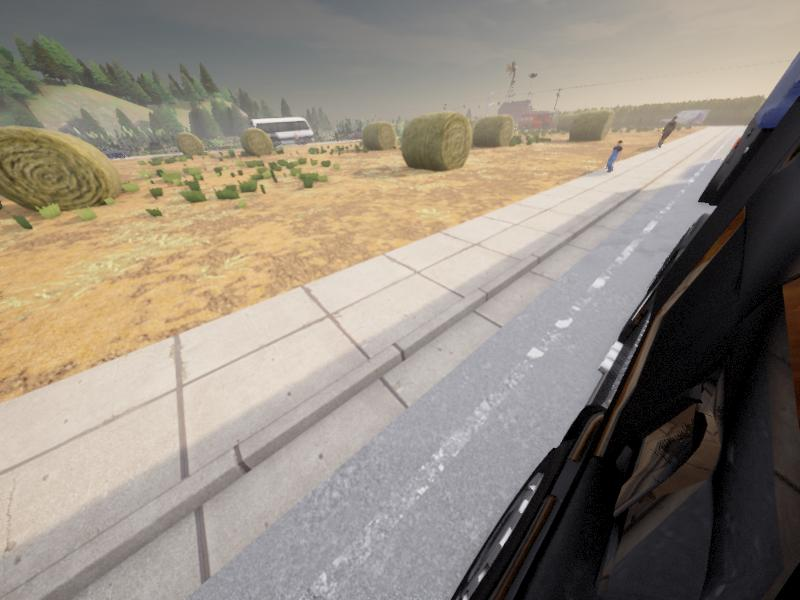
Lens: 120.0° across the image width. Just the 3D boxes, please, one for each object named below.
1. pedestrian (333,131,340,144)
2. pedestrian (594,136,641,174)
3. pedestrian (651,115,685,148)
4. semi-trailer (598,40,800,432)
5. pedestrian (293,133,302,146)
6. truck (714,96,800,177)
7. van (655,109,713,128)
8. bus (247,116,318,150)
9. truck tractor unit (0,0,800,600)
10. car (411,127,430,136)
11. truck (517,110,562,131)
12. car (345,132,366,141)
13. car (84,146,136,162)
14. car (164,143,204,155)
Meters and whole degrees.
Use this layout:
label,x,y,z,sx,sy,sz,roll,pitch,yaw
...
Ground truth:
label,x,y,z,sx,sy,sz,roll,pitch,yaw
pedestrian,-11.412,-29.346,41.601,0.751,1.860,0.751,-1,37,2
pedestrian,9.352,-6.274,10.002,0.751,1.300,0.751,-10,37,-9
pedestrian,18.865,-11.847,16.311,0.751,1.860,0.751,21,43,29
semi-trailer,8.688,-3.624,4.220,14.254,4.402,2.717,-28,44,-30
pedestrian,-17.851,-27.957,40.184,0.751,1.860,0.751,21,43,29
truck,16.622,-7.104,9.913,5.204,2.467,2.627,-28,43,-30
van,53.583,-34.335,43.769,2.351,2.431,6.366,-28,43,-29
bus,-21.524,-31.034,42.846,10.273,4.253,3.944,-27,43,-26
truck tractor unit,2.645,-0.295,0.351,6.516,4.208,3.053,-28,44,-30
car,5.625,-45.371,62.265,4.856,1.649,2.033,-25,42,-27
truck,34.670,-44.925,57.957,2.891,3.827,8.468,-27,43,-29
car,-10.280,-37.840,53.439,4.193,1.474,1.816,-25,42,-27
car,-40.898,-20.745,32.748,4.193,1.474,1.816,-25,42,-27
car,-36.262,-25.500,38.912,4.718,1.301,1.895,-26,42,-27
